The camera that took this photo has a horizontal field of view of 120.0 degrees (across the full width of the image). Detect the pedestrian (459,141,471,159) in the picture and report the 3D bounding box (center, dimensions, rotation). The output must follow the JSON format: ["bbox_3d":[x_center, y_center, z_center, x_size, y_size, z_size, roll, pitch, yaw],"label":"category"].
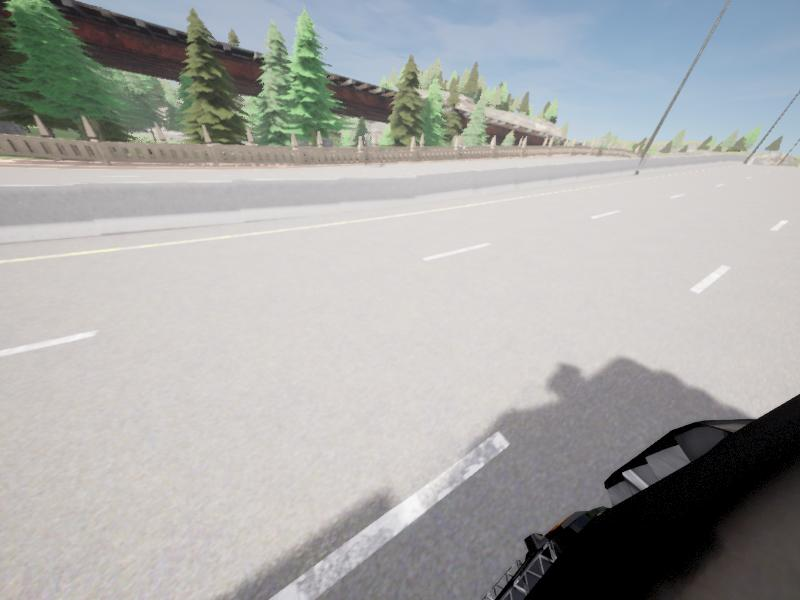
[{"bbox_3d":[8.492,-19.674,30.359,0.751,1.860,0.751,-12,36,-28],"label":"pedestrian"}]
